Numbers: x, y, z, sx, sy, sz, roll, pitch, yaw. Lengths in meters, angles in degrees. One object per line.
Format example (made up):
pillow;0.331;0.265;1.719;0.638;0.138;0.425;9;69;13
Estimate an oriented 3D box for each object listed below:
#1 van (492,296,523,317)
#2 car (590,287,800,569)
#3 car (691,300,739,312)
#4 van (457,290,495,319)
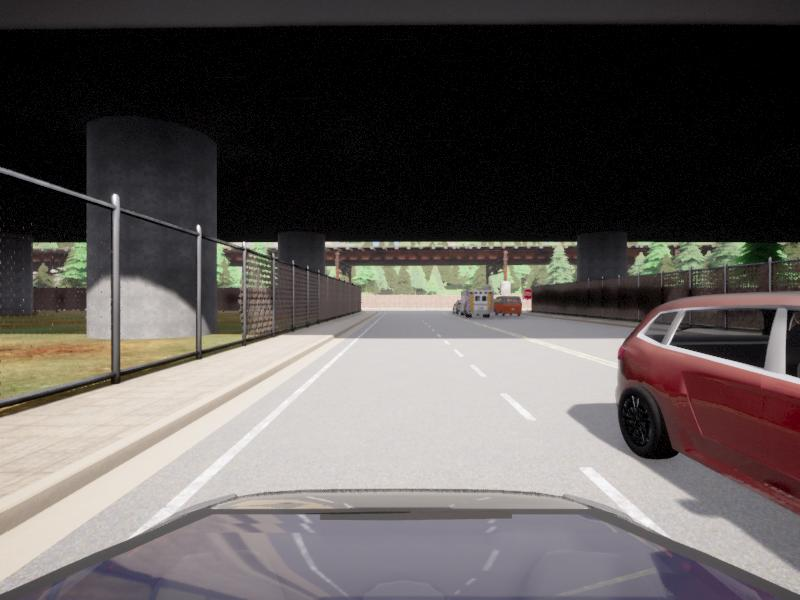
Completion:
van;10.506;0.601;39.389;1.775;1.987;4.442;0;0;0
car;3.479;0.756;2.621;2.242;1.667;4.611;0;0;0
car;44.340;0.774;56.321;5.238;1.638;1.930;0;0;1
van;7.008;0.380;37.586;2.351;2.431;6.366;0;0;0
